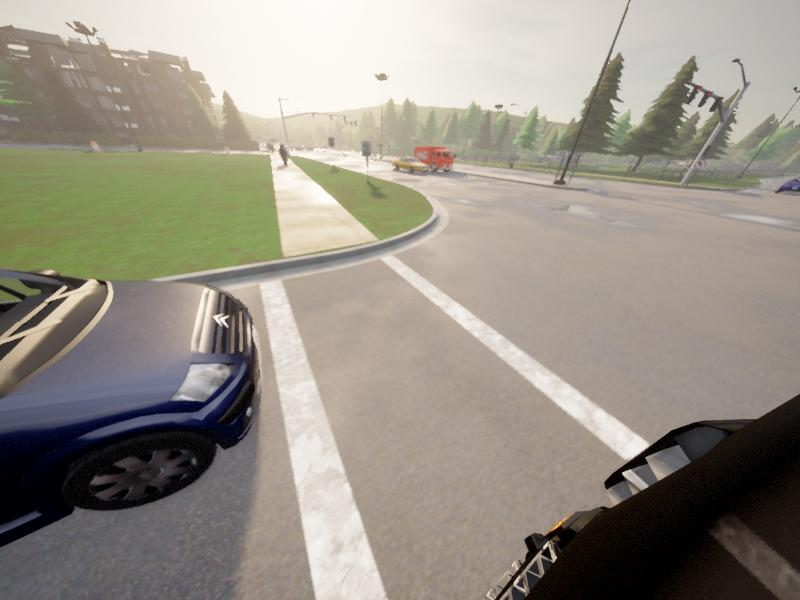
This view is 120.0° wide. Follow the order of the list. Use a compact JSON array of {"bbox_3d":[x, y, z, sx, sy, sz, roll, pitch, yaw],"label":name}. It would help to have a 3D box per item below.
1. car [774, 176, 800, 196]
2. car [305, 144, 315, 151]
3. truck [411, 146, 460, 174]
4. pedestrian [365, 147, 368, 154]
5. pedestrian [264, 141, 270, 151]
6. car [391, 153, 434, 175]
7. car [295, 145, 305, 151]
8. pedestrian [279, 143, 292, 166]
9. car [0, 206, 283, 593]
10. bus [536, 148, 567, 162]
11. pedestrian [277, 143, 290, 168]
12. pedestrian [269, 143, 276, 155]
[{"bbox_3d":[38.970,-11.180,22.531,4.193,1.474,1.816,-16,38,-26],"label":"car"},{"bbox_3d":[-28.626,-48.476,73.396,1.905,1.878,3.866,-16,38,-26],"label":"car"},{"bbox_3d":[3.844,-15.905,26.105,2.627,2.467,5.204,-15,37,-25],"label":"truck"},{"bbox_3d":[-10.030,-44.913,69.399,0.751,1.860,0.751,-22,41,-33],"label":"pedestrian"},{"bbox_3d":[-30.651,-35.519,53.334,0.751,1.860,0.751,-14,37,-24],"label":"pedestrian"},{"bbox_3d":[1.115,-14.360,24.343,1.801,1.575,5.366,-15,38,-25],"label":"car"},{"bbox_3d":[-30.373,-46.110,70.196,1.895,1.301,4.718,-16,38,-26],"label":"car"},{"bbox_3d":[-11.363,-14.432,22.922,0.751,1.860,0.751,-12,36,-22],"label":"pedestrian"},{"bbox_3d":[-3.142,0.652,1.292,3.988,1.617,1.851,-16,38,-26],"label":"car"},{"bbox_3d":[56.321,-53.778,85.755,10.273,4.253,3.944,-16,38,-26],"label":"bus"},{"bbox_3d":[-10.716,-13.330,21.305,0.751,1.860,0.751,-10,36,-19],"label":"pedestrian"},{"bbox_3d":[-23.695,-28.135,42.977,0.751,1.860,0.751,-15,37,-25],"label":"pedestrian"}]
